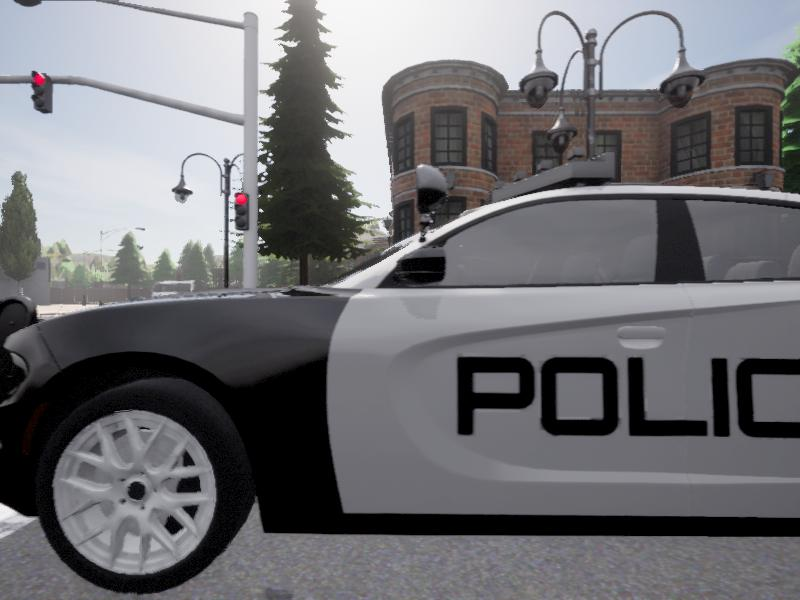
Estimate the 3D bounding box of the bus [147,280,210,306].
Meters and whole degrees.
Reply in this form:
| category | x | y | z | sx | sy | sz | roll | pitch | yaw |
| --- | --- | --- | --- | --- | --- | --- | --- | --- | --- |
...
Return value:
| category | x | y | z | sx | sy | sz | roll | pitch | yaw |
| --- | --- | --- | --- | --- | --- | --- | --- | --- | --- |
| bus | -38.633 | -1.222 | 69.666 | 10.273 | 4.253 | 3.944 | 0 | 0 | 21 |

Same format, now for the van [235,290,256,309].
| category | x | y | z | sx | sy | sz | roll | pitch | yaw |
| --- | --- | --- | --- | --- | --- | --- | --- | --- | --- |
| van | -17.731 | -0.044 | 45.928 | 1.775 | 1.987 | 4.442 | 0 | 0 | -27 |

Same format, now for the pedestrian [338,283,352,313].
| category | x | y | z | sx | sy | sz | roll | pitch | yaw |
| --- | --- | --- | --- | --- | --- | --- | --- | --- | --- |
| pedestrian | -3.459 | -0.122 | 25.150 | 0.751 | 1.860 | 0.751 | 0 | 0 | -1 |

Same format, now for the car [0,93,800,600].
| category | x | y | z | sx | sy | sz | roll | pitch | yaw |
| --- | --- | --- | --- | --- | --- | --- | --- | --- | --- |
| car | 0.640 | 0.172 | 2.220 | 5.238 | 1.638 | 1.930 | 0 | 0 | 1 |
